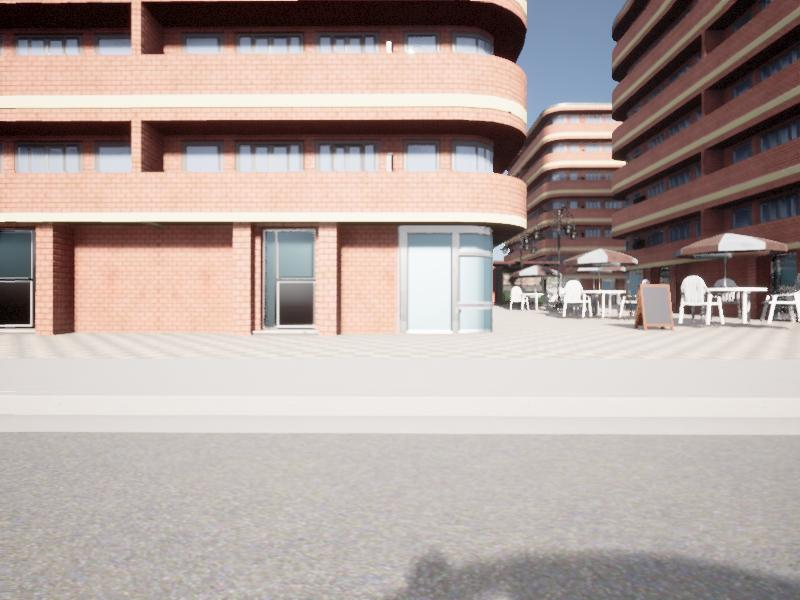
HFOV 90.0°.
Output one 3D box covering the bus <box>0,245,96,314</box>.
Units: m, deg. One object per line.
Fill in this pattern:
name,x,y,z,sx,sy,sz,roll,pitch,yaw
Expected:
bus,-26.525,-1.249,27.193,3.944,4.253,10.273,0,0,0
